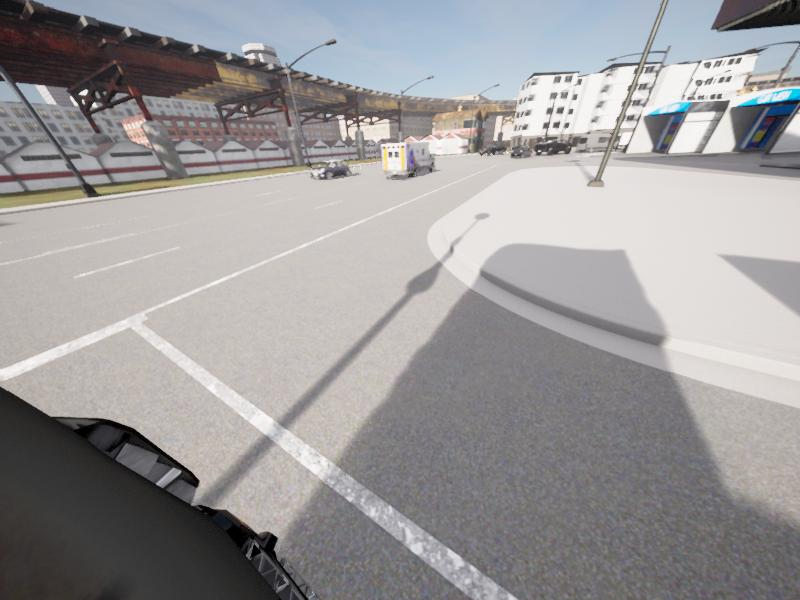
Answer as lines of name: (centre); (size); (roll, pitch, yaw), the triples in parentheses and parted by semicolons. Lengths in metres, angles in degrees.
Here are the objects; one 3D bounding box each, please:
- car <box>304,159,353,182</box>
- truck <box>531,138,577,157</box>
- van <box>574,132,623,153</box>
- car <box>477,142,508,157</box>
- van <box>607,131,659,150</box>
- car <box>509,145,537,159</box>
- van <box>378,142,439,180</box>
car: (-6.444, -12.038, 21.332); (1.970, 1.475, 3.806); (16, 38, 26)
truck: (24.304, -24.092, 36.468); (6.274, 2.098, 2.390); (-17, 36, -20)
van: (32.413, -25.716, 37.862); (5.915, 2.561, 1.988); (-8, 34, -7)
car: (17.482, -28.473, 43.685); (5.566, 2.045, 2.150); (-19, 36, -23)
van: (40.906, -28.060, 40.710); (5.915, 2.561, 1.988); (-1, 34, 4)
car: (17.947, -21.610, 33.752); (3.633, 1.501, 1.845); (-25, 39, -29)
van: (1.025, -12.320, 20.289); (2.351, 2.431, 6.366); (17, 38, 27)
